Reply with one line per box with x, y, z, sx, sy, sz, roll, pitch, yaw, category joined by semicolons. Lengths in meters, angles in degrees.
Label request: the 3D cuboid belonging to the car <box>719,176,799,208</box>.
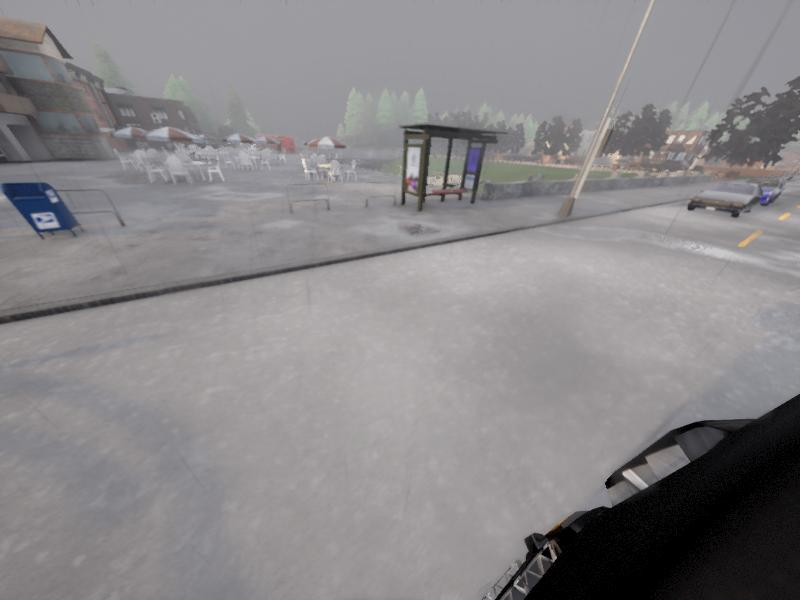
24.290;-7.434;15.652;4.514;1.525;2.007;-16;38;-26;car

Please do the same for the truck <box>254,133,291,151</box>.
-37.001;-45.990;67.247;8.468;3.827;2.891;-16;38;-26;truck

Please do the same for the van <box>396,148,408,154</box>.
0.906;-58.593;90.818;4.442;1.987;1.775;-16;38;-26;van

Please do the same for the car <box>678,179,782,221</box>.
17.526;-5.446;12.259;5.357;1.411;2.033;-16;38;-26;car

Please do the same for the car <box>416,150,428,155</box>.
9.072;-60.701;95.103;4.514;1.525;2.007;-16;38;-26;car
